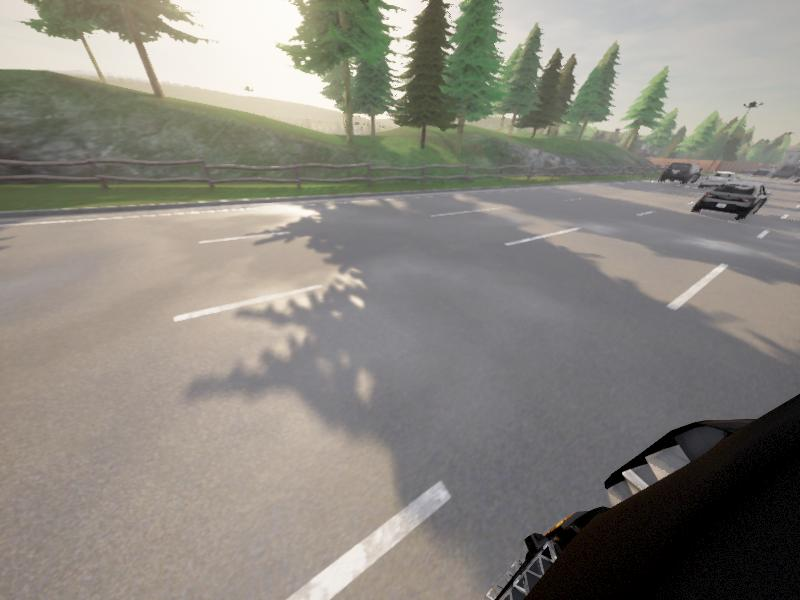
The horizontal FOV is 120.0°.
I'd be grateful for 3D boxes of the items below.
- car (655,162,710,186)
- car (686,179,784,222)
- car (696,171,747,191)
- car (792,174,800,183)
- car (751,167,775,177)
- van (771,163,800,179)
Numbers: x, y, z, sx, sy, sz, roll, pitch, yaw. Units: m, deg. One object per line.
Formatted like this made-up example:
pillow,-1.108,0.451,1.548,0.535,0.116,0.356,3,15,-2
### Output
car,31.796,-14.268,26.018,5.566,2.045,2.150,-17,38,-26
car,16.814,-5.124,11.608,4.193,1.474,1.816,-17,38,-26
car,31.428,-11.683,22.593,3.806,1.475,1.970,-16,38,-26
car,65.416,-19.496,36.940,5.357,1.411,2.033,-17,38,-27
car,84.226,-29.718,53.567,5.238,1.638,1.930,-17,38,-27
van,79.115,-26.323,47.202,5.915,2.561,1.988,-17,38,-27
